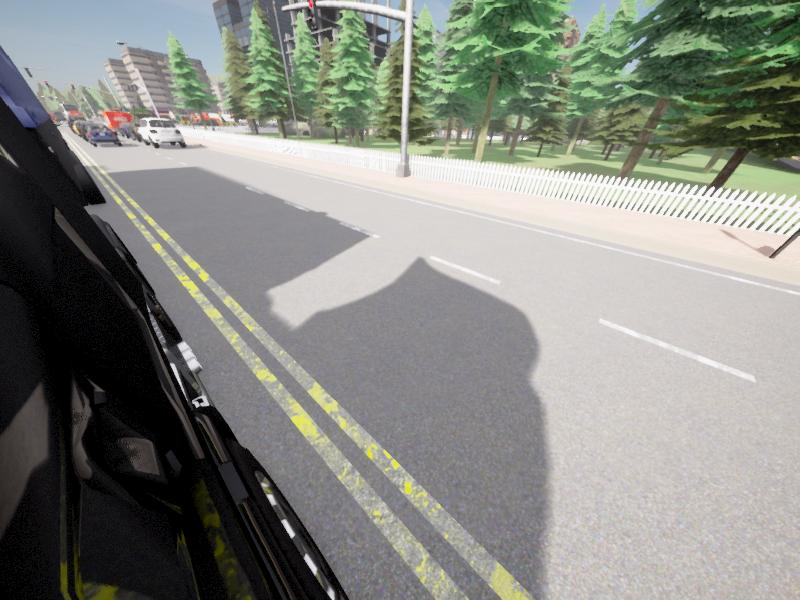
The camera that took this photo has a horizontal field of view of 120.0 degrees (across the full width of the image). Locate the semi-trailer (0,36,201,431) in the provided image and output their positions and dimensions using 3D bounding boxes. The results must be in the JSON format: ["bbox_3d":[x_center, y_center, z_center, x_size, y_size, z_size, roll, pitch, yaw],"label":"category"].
[{"bbox_3d":[-8.662,-3.629,4.265,14.254,4.402,2.717,29,44,30],"label":"semi-trailer"}]

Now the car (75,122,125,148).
[{"bbox_3d":[-24.992,-13.793,19.245,3.705,1.549,1.789,28,44,30],"label":"car"}]

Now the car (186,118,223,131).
[{"bbox_3d":[-43.675,-39.333,51.841,2.150,2.045,5.566,27,43,29],"label":"car"}]

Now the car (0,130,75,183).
[{"bbox_3d":[-15.559,-6.019,9.514,3.806,1.475,1.970,28,44,30],"label":"car"}]

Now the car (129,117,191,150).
[{"bbox_3d":[-20.941,-14.575,20.131,5.566,2.045,2.150,28,44,30],"label":"car"}]

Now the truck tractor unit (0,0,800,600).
[{"bbox_3d":[-2.645,-0.295,0.351,6.516,4.208,3.053,28,44,30],"label":"truck tractor unit"}]

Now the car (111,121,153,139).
[{"bbox_3d":[-31.516,-19.956,27.147,4.792,1.488,2.163,28,44,30],"label":"car"}]

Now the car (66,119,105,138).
[{"bbox_3d":[-35.190,-19.215,25.845,5.366,1.575,1.801,28,44,30],"label":"car"}]

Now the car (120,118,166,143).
[{"bbox_3d":[-26.502,-17.459,23.784,4.605,1.855,1.932,28,44,30],"label":"car"}]

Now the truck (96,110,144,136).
[{"bbox_3d":[-36.386,-22.947,30.020,5.204,2.467,2.627,28,44,30],"label":"truck"}]

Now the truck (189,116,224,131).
[{"bbox_3d":[-45.433,-41.590,54.407,2.627,2.467,5.204,27,43,29],"label":"truck"}]

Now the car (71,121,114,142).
[{"bbox_3d":[-29.839,-16.331,22.406,4.193,1.474,1.816,28,44,30],"label":"car"}]
